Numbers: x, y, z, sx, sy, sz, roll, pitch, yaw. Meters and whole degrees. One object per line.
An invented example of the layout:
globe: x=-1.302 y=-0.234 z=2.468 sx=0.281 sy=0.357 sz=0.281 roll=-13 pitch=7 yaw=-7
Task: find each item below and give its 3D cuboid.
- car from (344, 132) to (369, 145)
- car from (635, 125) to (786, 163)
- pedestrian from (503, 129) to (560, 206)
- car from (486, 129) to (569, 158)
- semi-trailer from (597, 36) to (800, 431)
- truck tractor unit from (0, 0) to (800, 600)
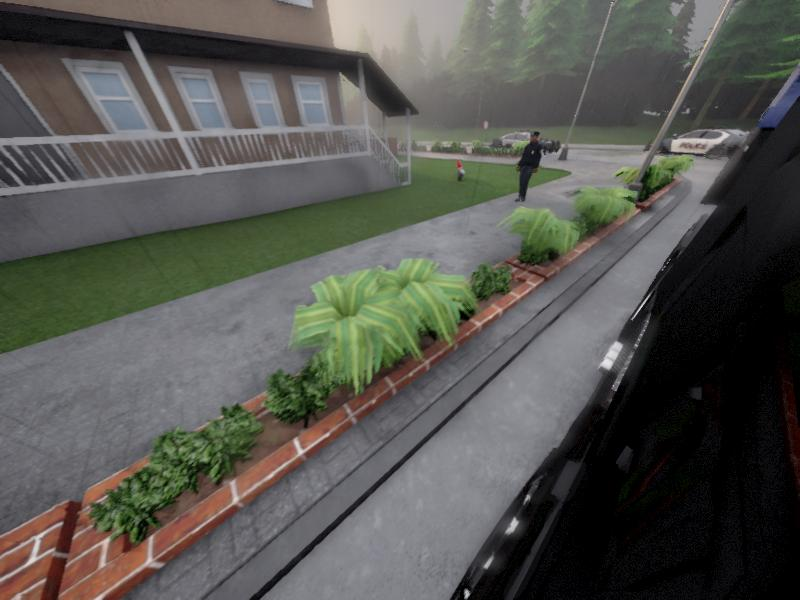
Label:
car: x=-8.006 y=-29.465 z=42.103 sx=2.152 sy=1.651 sz=5.027 roll=-27 pitch=43 yaw=-28
car: x=18.087 y=-9.533 z=13.982 sx=2.038 sy=1.542 sz=4.974 roll=-10 pitch=37 yaw=-9
pedestrian: x=3.824 y=-3.915 z=6.874 sx=0.751 sy=1.860 sz=0.751 roll=-25 pitch=42 yaw=-27
car: x=9.851 y=-12.486 z=18.336 sx=1.930 sy=1.638 sz=5.238 roll=-27 pitch=43 yaw=-28
semi-trailer: x=8.736 y=-3.575 z=4.195 sx=14.254 sy=4.402 sz=2.717 roll=-28 pitch=43 yaw=-29
truck tractor unit: x=2.645 y=-0.295 z=0.351 sx=6.516 sy=4.208 sz=3.053 roll=-28 pitch=44 yaw=-30
